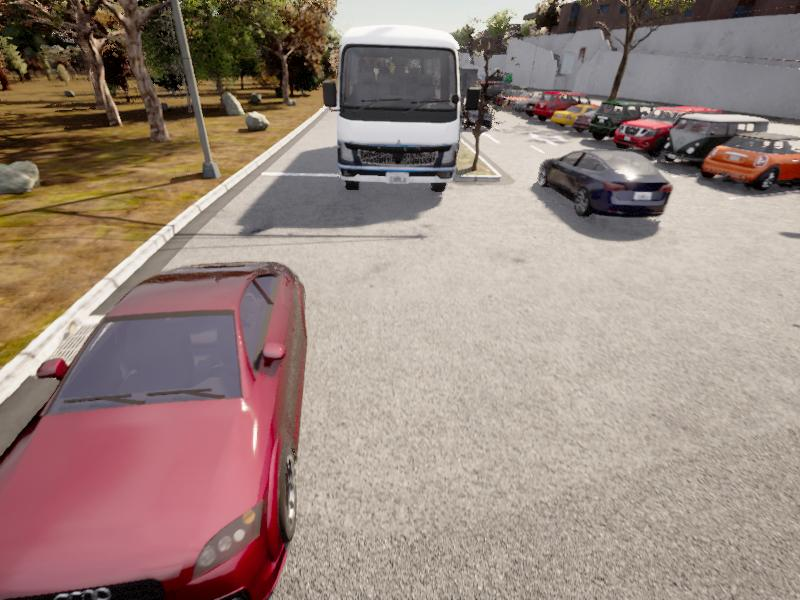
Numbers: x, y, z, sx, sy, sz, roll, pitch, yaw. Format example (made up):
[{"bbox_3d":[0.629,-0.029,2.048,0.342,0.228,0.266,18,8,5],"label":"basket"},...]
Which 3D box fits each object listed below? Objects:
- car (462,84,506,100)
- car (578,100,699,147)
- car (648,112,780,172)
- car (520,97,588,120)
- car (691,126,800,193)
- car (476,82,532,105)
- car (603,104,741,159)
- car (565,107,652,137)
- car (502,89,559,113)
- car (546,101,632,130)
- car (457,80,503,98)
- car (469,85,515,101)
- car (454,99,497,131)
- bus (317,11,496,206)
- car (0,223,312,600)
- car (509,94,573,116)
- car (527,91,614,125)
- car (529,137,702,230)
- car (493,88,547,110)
[{"bbox_3d":[11.166,-27.768,53.451,5.366,1.575,1.946,-10,32,-21],"label":"car"},{"bbox_3d":[13.231,-9.899,22.334,5.566,2.045,2.435,-10,32,-21],"label":"car"},{"bbox_3d":[13.364,-6.812,17.103,4.442,1.987,1.878,-10,33,-21],"label":"car"},{"bbox_3d":[12.615,-15.724,32.830,4.792,1.488,2.163,-10,32,-21],"label":"car"},{"bbox_3d":[13.544,-5.220,14.590,4.553,1.767,2.185,-9,32,-20],"label":"car"},{"bbox_3d":[11.842,-23.518,45.634,5.566,2.045,2.435,-10,32,-21],"label":"car"},{"bbox_3d":[13.320,-8.366,19.713,5.566,2.045,2.435,-10,33,-21],"label":"car"},{"bbox_3d":[13.043,-11.161,25.060,4.674,1.452,2.002,-10,32,-21],"label":"car"},{"bbox_3d":[12.315,-18.879,37.920,4.553,1.767,2.185,-10,33,-21],"label":"car"},{"bbox_3d":[13.071,-12.745,27.694,5.366,1.575,1.946,-10,32,-21],"label":"car"},{"bbox_3d":[11.167,-29.503,55.978,5.566,2.045,2.435,-10,32,-21],"label":"car"},{"bbox_3d":[11.663,-26.331,50.997,5.366,1.575,1.946,-10,32,-21],"label":"car"},{"bbox_3d":[4.869,-12.310,26.492,1.816,1.474,4.193,0,30,-3],"label":"car"},{"bbox_3d":[-0.100,-6.983,14.310,3.944,4.253,10.273,0,30,-3],"label":"bus"},{"bbox_3d":[-2.003,0.641,3.852,1.994,1.385,4.181,-3,30,-8],"label":"car"},{"bbox_3d":[12.443,-17.253,35.387,4.892,1.521,2.231,-10,33,-21],"label":"car"},{"bbox_3d":[12.783,-14.450,30.101,5.566,2.045,2.435,-10,32,-21],"label":"car"},{"bbox_3d":[5.589,-3.513,11.354,2.163,1.488,4.792,1,29,-2],"label":"car"},{"bbox_3d":[12.097,-20.383,40.491,4.553,1.767,2.185,-10,32,-21],"label":"car"}]
